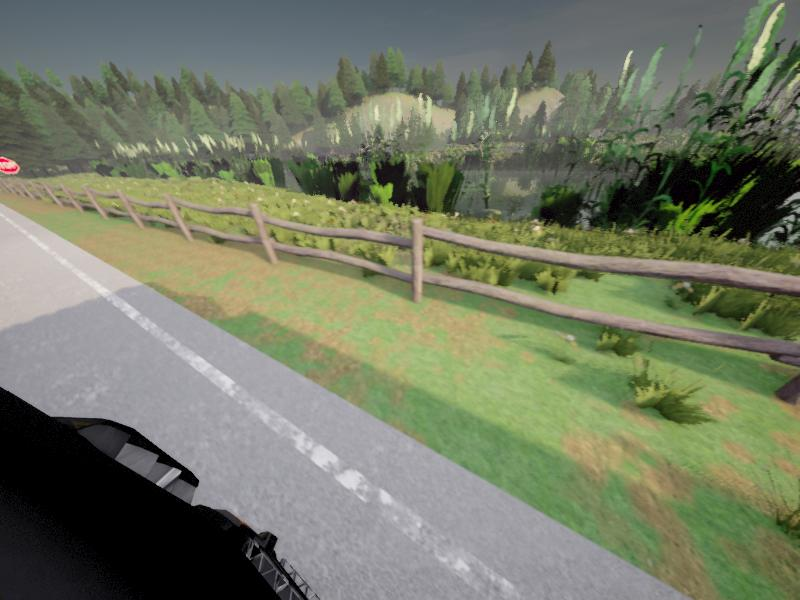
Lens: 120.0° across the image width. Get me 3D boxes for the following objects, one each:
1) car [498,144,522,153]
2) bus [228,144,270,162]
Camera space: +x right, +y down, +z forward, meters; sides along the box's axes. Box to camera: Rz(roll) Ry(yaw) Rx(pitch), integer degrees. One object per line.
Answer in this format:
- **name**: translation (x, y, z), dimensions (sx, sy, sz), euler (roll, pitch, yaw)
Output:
- **car**: translation (23.706, -32.622, 49.846), dimensions (4.181, 1.385, 1.994), euler (15, 38, 25)
- **bus**: translation (-47.220, -45.958, 72.447), dimensions (10.273, 4.253, 3.944), euler (7, 35, 15)
